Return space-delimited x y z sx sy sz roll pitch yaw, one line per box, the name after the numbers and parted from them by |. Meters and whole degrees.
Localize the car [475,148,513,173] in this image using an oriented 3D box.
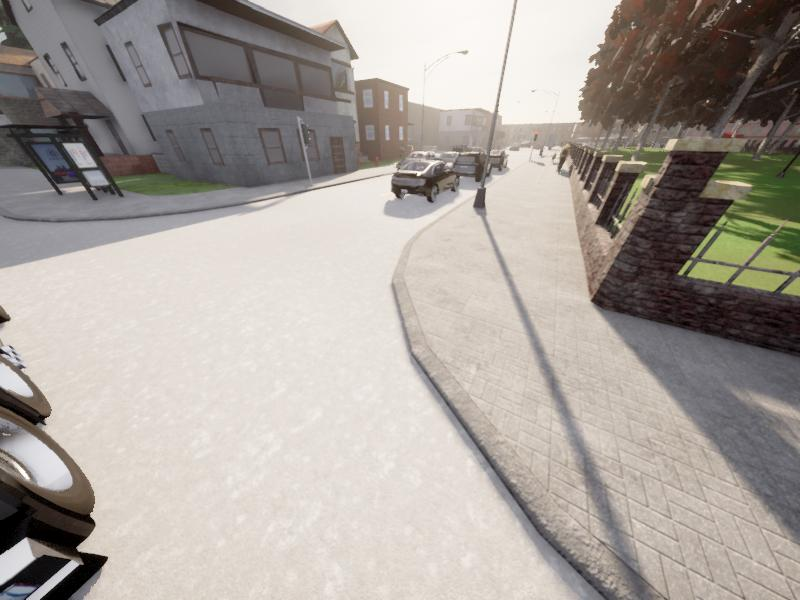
8.429 -12.473 20.517 2.128 1.511 4.902 16 38 22 | car

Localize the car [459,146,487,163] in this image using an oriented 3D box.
9.056 -17.909 28.332 1.837 1.490 4.892 18 39 24 | car

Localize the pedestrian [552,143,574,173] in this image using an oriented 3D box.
12.116 -10.522 17.159 0.751 1.860 0.751 18 39 25 | pedestrian

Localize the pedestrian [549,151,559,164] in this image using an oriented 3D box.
15.489 -14.322 23.253 0.500 1.100 0.500 9 36 13 | pedestrian

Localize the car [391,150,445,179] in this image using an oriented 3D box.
1.501 -10.450 17.667 2.128 1.511 4.902 18 39 24 | car

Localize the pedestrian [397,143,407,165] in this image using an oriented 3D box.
0.202 -14.561 23.046 0.751 1.860 0.751 -29 44 -35 | pedestrian

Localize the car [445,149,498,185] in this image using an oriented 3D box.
4.939 -9.134 15.648 2.033 1.649 4.856 17 38 23 | car

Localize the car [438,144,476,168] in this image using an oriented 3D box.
5.756 -14.469 23.082 1.932 1.855 4.605 20 40 27 | car

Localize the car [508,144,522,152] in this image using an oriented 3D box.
26.429 -34.925 53.056 1.812 1.442 4.674 18 39 24 | car

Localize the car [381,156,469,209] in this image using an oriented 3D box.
1.398 -5.801 10.993 2.128 1.511 4.902 18 39 25 | car

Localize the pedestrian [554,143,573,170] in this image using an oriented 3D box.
13.549 -11.936 19.178 0.751 1.860 0.751 18 39 25 | pedestrian

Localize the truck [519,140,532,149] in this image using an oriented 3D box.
36.588 -45.265 67.248 2.390 2.098 6.274 18 39 24 | truck

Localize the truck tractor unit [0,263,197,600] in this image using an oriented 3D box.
-5.109 -0.304 0.780 6.516 4.208 3.053 18 39 24 | truck tractor unit
